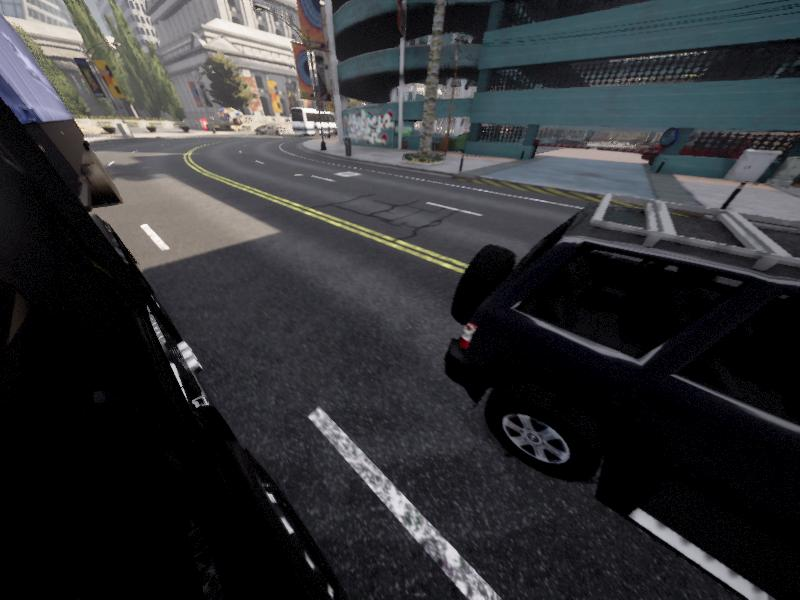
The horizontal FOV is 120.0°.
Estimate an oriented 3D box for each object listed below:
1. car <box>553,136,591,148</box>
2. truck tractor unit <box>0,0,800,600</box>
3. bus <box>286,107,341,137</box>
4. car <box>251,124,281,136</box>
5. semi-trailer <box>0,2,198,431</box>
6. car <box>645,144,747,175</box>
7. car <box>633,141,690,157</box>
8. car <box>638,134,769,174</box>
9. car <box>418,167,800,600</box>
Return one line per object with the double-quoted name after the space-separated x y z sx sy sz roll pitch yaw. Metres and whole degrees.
29.780 -27.509 40.098 4.902 1.511 2.128 28 44 30 "car"
-2.645 -0.295 0.351 6.516 4.208 3.053 28 44 30 "truck tractor unit"
-16.773 -35.291 46.078 3.944 4.253 10.273 16 39 17 "bus"
-25.365 -32.432 44.012 2.242 1.667 4.611 12 38 13 "car"
-8.502 -3.711 4.437 14.254 4.402 2.717 30 46 32 "semi-trailer"
22.462 -10.972 17.882 4.514 1.523 2.007 28 44 30 "car"
33.591 -19.586 29.921 4.718 1.301 1.895 28 44 30 "car"
22.428 -11.308 17.675 5.566 2.045 2.435 28 44 30 "car"
2.598 0.687 1.264 4.605 1.855 1.932 28 44 30 "car"
